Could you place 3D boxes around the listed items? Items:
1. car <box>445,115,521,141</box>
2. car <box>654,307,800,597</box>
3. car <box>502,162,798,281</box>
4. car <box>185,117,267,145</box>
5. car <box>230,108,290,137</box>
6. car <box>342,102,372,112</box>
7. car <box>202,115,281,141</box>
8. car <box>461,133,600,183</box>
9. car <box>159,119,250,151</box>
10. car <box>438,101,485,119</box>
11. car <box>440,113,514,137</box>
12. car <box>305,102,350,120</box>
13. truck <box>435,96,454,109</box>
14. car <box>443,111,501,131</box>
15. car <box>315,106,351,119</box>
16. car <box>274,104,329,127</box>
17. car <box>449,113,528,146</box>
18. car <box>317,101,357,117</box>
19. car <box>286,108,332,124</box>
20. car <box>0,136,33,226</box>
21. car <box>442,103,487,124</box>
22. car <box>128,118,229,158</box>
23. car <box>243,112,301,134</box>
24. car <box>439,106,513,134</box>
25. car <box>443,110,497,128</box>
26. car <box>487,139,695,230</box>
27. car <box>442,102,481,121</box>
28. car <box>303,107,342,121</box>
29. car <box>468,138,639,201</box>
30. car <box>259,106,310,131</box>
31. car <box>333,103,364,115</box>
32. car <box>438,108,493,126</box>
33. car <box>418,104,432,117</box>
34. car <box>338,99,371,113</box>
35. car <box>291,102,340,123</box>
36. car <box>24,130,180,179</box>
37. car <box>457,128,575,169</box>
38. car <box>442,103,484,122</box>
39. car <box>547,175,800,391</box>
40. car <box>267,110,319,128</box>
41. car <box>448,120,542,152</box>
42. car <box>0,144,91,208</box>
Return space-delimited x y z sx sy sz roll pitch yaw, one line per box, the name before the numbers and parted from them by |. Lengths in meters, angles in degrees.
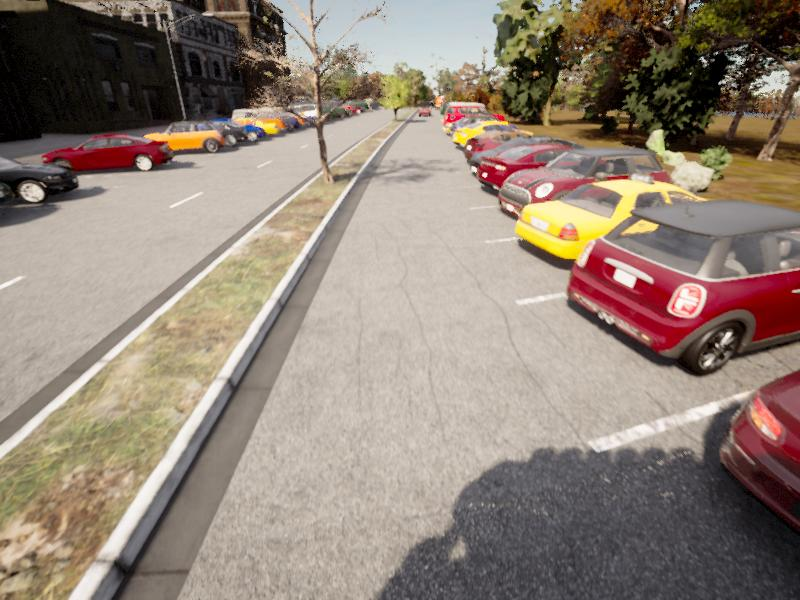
car | 6.045 -12.683 29.410 4.892 1.521 2.231 -7 28 -14
car | 4.832 0.940 3.130 4.674 1.452 2.002 -9 28 -17
car | 5.116 -1.843 8.427 5.366 1.575 1.946 -8 28 -16
car | -12.278 -12.118 28.608 5.008 1.535 2.097 -9 28 -14
car | -11.739 -15.096 33.876 4.442 1.987 1.878 -9 28 -14
car | -8.292 -36.920 76.557 5.366 1.575 1.946 -8 29 -13
car | -12.238 -13.470 31.228 5.366 1.575 1.946 -9 28 -14
car | 5.201 -5.856 16.262 4.792 1.488 2.163 -8 29 -16
car | -12.451 -10.735 25.930 4.892 1.521 2.231 -9 28 -14
car | 8.067 -25.172 53.023 5.566 2.045 2.435 -7 28 -14
car | 6.079 -14.022 31.990 5.366 1.575 1.946 -7 29 -14
car | -9.999 -26.118 55.158 5.566 2.045 2.435 -8 28 -13
truck | 10.400 -46.108 93.344 2.627 2.467 5.204 12 30 24
car | 6.665 -16.736 37.313 4.792 1.488 2.163 -7 29 -14
car | -9.762 -27.243 57.948 4.792 1.488 2.163 -8 28 -13
car | -10.968 -20.603 44.489 5.566 2.045 2.435 -8 28 -13
car | 5.828 -11.432 26.714 4.553 1.767 2.185 -7 28 -15
car | -9.537 -28.870 60.486 5.566 2.045 2.435 -8 28 -13
car | -10.711 -21.762 47.276 5.008 1.535 2.097 -8 28 -13
car | -13.276 -2.664 9.735 5.566 2.045 2.435 -10 28 -16
car | 7.255 -21.040 45.083 4.442 1.987 1.878 -7 29 -14
car | -12.622 -9.465 23.193 4.553 1.767 2.185 -9 28 -15
car | -11.650 -16.223 36.623 4.792 1.488 2.163 -9 28 -13
car | 6.497 -15.633 34.568 5.566 2.045 2.435 -7 28 -14
car | 6.943 -18.109 39.970 4.792 1.488 2.163 -7 28 -14
car | 5.051 -3.285 10.950 4.553 1.767 2.185 -8 29 -16
car | 7.702 -23.767 50.359 4.442 1.987 1.878 -7 29 -14
car | -10.221 -24.491 52.622 4.792 1.488 2.163 -8 28 -13
car | 5.109 -4.531 13.633 5.008 1.535 2.097 -8 28 -16
car | -11.290 -17.853 39.214 4.442 1.987 1.878 -8 28 -13
car | -8.844 -32.772 68.587 5.008 1.535 2.097 -8 28 -13
car | 6.961 -19.472 42.534 5.366 1.575 1.946 -7 29 -14
car | 3.729 -28.133 59.303 1.851 1.617 3.988 2 27 4
car | -8.385 -35.764 73.804 5.566 2.045 2.435 -8 28 -13
car | -10.509 -23.353 49.811 5.566 2.045 2.435 -8 28 -13
car | -12.954 -6.584 17.885 5.008 1.535 2.097 -9 29 -15
car | 5.393 -7.227 18.917 4.792 1.488 2.163 -8 28 -15
car | 7.479 -22.404 47.721 4.442 1.987 1.878 -7 29 -14
car | 4.850 -0.562 5.678 4.553 1.767 2.185 -9 28 -17
car | -11.170 -19.011 41.952 5.008 1.535 2.097 -8 28 -13
car | 5.668 -9.965 24.149 5.008 1.535 2.097 -7 28 -15
car | -13.208 -3.818 12.524 5.008 1.535 2.097 -10 28 -16
